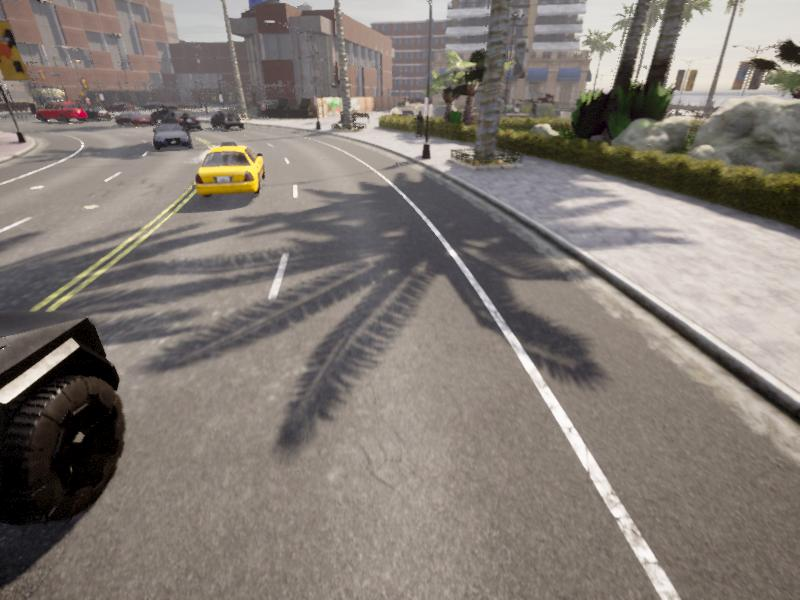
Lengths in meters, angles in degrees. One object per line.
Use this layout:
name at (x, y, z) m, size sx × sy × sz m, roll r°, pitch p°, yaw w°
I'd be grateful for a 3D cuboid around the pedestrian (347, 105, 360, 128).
pedestrian at (-4.323, -17.033, 37.147) m, size 0.751 × 1.860 × 0.751 m, roll -21°, pitch 34°, yaw -35°

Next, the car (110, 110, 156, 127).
car at (-27.516, -18.718, 41.216) m, size 4.181 × 1.385 × 1.994 m, roll 15°, pitch 31°, yaw 27°

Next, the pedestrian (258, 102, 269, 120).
pedestrian at (-16.248, -22.440, 47.564) m, size 0.751 × 1.860 × 0.751 m, roll 23°, pitch 35°, yaw 37°

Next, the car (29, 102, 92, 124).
car at (-38.173, -21.094, 45.033) m, size 5.566 × 2.045 × 2.150 m, roll 8°, pitch 28°, yaw 14°

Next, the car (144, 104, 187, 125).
car at (-25.581, -20.270, 43.667) m, size 3.866 × 1.878 × 1.905 m, roll 15°, pitch 31°, yaw 27°

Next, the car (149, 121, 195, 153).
car at (-13.882, -9.992, 24.379) m, size 1.994 × 1.385 × 4.181 m, roll -13°, pitch 30°, yaw -25°

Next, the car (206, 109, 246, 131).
car at (-16.275, -16.858, 37.410) m, size 1.851 × 1.617 × 3.988 m, roll -24°, pitch 36°, yaw -38°

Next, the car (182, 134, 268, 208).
car at (-5.790, -4.691, 13.918) m, size 1.801 × 1.575 × 5.366 m, roll -6°, pitch 28°, yaw -12°

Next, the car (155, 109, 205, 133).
car at (-19.874, -16.245, 36.137) m, size 4.611 × 1.667 × 2.242 m, roll 24°, pitch 36°, yaw 38°

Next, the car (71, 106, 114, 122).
car at (-36.823, -22.327, 47.960) m, size 3.705 × 1.549 × 1.789 m, roll 8°, pitch 28°, yaw 14°

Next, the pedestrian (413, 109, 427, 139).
pedestrian at (1.391, -12.392, 28.183) m, size 0.751 × 1.860 × 0.751 m, roll -10°, pitch 29°, yaw -19°

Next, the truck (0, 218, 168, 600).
truck at (-3.581, 1.705, 0.972) m, size 2.390 × 2.098 × 6.274 m, roll -1°, pitch 27°, yaw -1°
